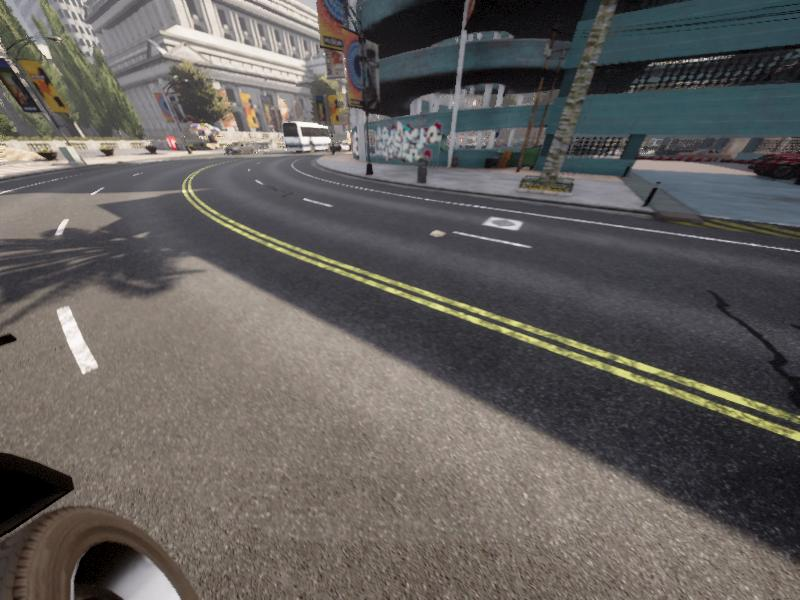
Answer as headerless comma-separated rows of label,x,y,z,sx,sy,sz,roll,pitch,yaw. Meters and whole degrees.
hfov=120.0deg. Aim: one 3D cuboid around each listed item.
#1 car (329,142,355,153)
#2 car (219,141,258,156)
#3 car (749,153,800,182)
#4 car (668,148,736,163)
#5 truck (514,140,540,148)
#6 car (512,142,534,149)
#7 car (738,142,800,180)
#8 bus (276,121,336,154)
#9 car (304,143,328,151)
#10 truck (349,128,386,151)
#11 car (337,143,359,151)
car,-10.837,-28.854,43.613,2.038,1.542,4.974,14,37,19
car,-24.402,-23.098,35.112,2.242,1.667,4.611,4,35,5
car,27.590,-8.681,15.223,4.514,1.523,2.007,21,40,26
car,36.852,-17.800,28.416,4.718,1.301,1.895,21,40,26
truck,39.356,-48.443,71.685,6.274,2.098,2.390,21,40,26
car,37.141,-46.607,69.652,5.357,1.411,2.033,21,40,26
car,27.543,-9.021,15.023,5.566,2.045,2.435,21,40,26
bus,-15.895,-28.449,40.603,3.944,4.253,10.273,10,36,13
car,-16.896,-30.943,46.656,1.994,1.385,4.181,16,38,21
truck,-6.588,-34.101,49.151,2.891,3.827,8.468,20,39,25
car,-11.084,-32.689,49.284,1.895,1.301,4.718,19,39,24
